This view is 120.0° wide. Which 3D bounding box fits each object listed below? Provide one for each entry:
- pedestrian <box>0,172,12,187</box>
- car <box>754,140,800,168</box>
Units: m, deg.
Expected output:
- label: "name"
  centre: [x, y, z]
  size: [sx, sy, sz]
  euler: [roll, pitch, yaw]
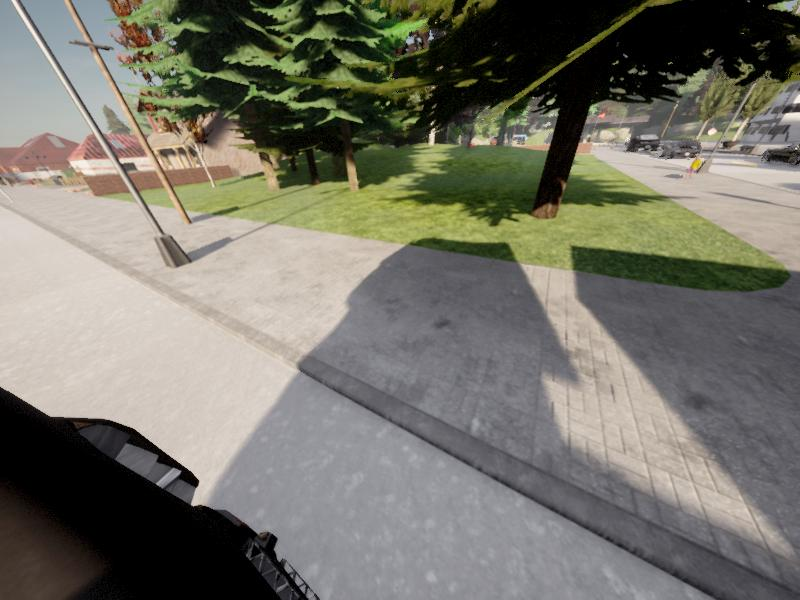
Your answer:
- label: "pedestrian"
  centre: [-54.598, -16.546, 31.578]
  size: [0.751, 1.860, 0.751]
  euler: [17, 38, 27]
- label: "car"
  centre: [26.635, -9.634, 15.137]
  size: [1.895, 1.301, 4.718]
  euler: [15, 38, 26]
